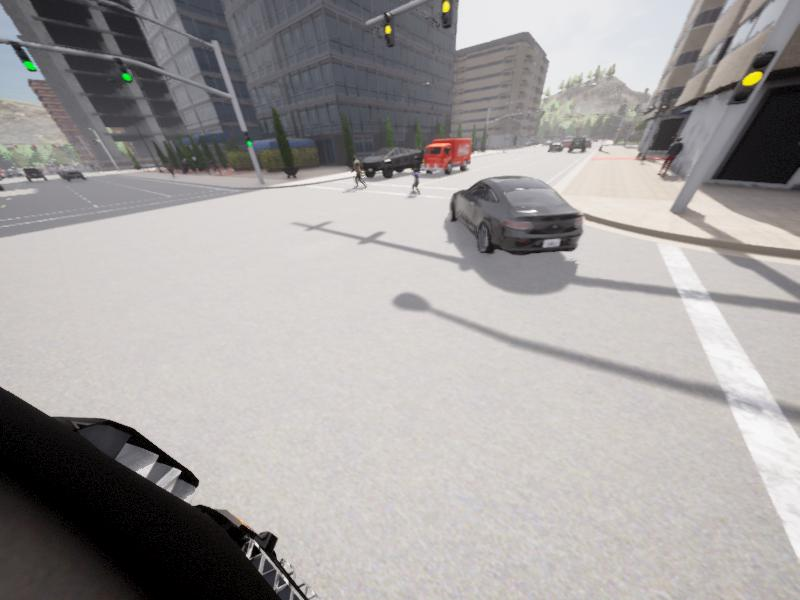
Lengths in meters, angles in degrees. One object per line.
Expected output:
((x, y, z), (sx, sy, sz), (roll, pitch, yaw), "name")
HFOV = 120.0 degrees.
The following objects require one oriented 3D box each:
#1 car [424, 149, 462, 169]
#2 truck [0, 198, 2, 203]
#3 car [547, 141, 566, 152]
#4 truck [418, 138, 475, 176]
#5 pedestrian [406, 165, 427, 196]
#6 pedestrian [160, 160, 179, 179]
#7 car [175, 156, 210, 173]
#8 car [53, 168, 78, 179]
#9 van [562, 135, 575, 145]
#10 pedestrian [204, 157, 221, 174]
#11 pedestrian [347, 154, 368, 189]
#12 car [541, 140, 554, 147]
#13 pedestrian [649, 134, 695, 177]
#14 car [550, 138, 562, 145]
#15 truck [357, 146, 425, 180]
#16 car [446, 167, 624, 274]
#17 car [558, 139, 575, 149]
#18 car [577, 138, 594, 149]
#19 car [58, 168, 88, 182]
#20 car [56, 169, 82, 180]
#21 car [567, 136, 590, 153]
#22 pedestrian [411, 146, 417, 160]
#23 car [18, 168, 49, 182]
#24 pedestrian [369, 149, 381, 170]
((4.868, -15.948, 25.996), (1.801, 1.575, 5.366), (21, 41, 32), "car")
((-28.995, -7.525, 14.101), (8.468, 3.827, 2.891), (20, 40, 31), "truck")
((29.014, -28.396, 42.717), (2.038, 1.542, 4.974), (21, 40, 31), "car")
((4.069, -12.499, 20.095), (2.627, 2.467, 5.204), (21, 40, 31), "truck")
((0.859, -6.113, 11.805), (0.751, 1.300, 0.751), (-30, 42, -35), "pedestrian")
((-26.880, -15.286, 27.001), (0.751, 1.860, 0.751), (23, 42, 33), "pedestrian")
((-34.396, -22.760, 38.649), (2.390, 2.098, 6.274), (-16, 36, -18), "car")
((-62.146, -23.610, 42.925), (5.008, 1.535, 1.882), (20, 40, 31), "car")
((56.474, -53.573, 77.377), (2.351, 2.431, 6.366), (21, 40, 31), "van")
((-25.185, -18.094, 31.064), (0.751, 1.860, 0.751), (7, 35, 15), "pedestrian")
((-2.620, -8.006, 14.415), (0.751, 1.860, 0.751), (9, 36, 18), "pedestrian")
((44.010, -46.639, 68.869), (2.163, 1.488, 4.792), (21, 40, 31), "car")
((13.994, -7.442, 11.952), (0.751, 1.860, 0.751), (18, 39, 28), "pedestrian")
((52.947, -53.889, 78.494), (2.150, 2.045, 5.566), (21, 40, 31), "car")
((-0.493, -12.030, 20.096), (2.390, 2.098, 6.274), (21, 41, 31), "truck")
((2.678, -2.470, 6.118), (1.812, 1.442, 4.674), (-4, 34, -1), "car")
((37.376, -34.960, 51.855), (2.242, 1.667, 4.611), (21, 40, 31), "car")
((39.923, -33.698, 49.768), (2.242, 1.667, 4.611), (21, 40, 31), "car")
((-49.427, -18.900, 34.887), (4.892, 1.490, 1.837), (21, 40, 31), "car")
((-56.125, -21.335, 39.163), (3.806, 1.475, 1.970), (20, 40, 31), "car")
((30.012, -26.147, 38.811), (2.150, 2.045, 5.566), (21, 40, 31), "car")
((2.244, -23.333, 36.645), (0.751, 1.860, 0.751), (22, 41, 32), "pedestrian")
((-59.880, -20.507, 37.795), (3.866, 1.878, 1.905), (20, 40, 31), "car")
((-2.614, -14.664, 24.107), (0.751, 1.860, 0.751), (-30, 42, -34), "pedestrian")
